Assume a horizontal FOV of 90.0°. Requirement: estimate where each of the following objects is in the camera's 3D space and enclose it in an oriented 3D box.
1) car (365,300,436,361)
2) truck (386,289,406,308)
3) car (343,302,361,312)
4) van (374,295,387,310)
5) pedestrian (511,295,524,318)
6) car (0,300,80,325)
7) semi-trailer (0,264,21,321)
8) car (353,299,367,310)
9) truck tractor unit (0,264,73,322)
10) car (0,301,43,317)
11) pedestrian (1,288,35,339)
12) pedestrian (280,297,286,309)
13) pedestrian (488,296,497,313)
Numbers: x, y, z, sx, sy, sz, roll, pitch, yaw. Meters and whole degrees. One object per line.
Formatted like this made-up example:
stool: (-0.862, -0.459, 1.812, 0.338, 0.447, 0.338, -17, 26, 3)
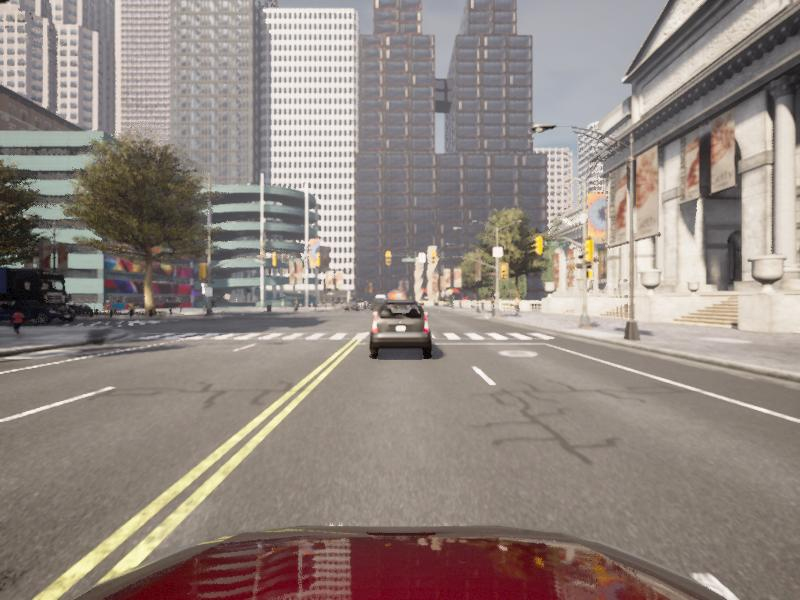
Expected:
car: (0.024, 0.797, 12.484, 1.851, 1.617, 3.988, 0, 0, 0)
truck: (-0.956, -0.263, 86.771, 2.891, 3.827, 8.468, 0, 0, -10)
car: (-6.856, 0.933, 57.508, 2.033, 1.411, 5.357, 0, 0, 0)
van: (-3.326, 0.369, 69.775, 1.988, 2.561, 5.915, 0, 0, 0)
pedestrian: (9.651, 0.507, 32.951, 0.751, 1.860, 0.751, 0, 0, -9)
car: (-24.772, 0.798, 26.797, 5.027, 1.651, 2.152, 0, 0, 0)
semi-trailer: (-37.682, -0.597, 30.916, 14.254, 4.402, 2.717, 0, 0, 0)
car: (-6.837, 0.697, 68.702, 1.932, 1.855, 4.605, 0, 0, 0)
truck tractor unit: (-29.770, -0.498, 30.909, 6.516, 4.208, 3.053, 0, 0, 1)
car: (-37.451, 0.870, 38.280, 4.892, 1.490, 1.837, 0, 0, 0)
pedestrian: (-14.527, 0.495, 15.212, 0.751, 1.860, 0.751, 0, 0, 30)
pedestrian: (-18.662, 0.527, 63.786, 0.751, 1.860, 0.751, 0, 0, -10)
pedestrian: (10.352, 0.515, 44.767, 0.751, 1.860, 0.751, 0, 0, 0)
